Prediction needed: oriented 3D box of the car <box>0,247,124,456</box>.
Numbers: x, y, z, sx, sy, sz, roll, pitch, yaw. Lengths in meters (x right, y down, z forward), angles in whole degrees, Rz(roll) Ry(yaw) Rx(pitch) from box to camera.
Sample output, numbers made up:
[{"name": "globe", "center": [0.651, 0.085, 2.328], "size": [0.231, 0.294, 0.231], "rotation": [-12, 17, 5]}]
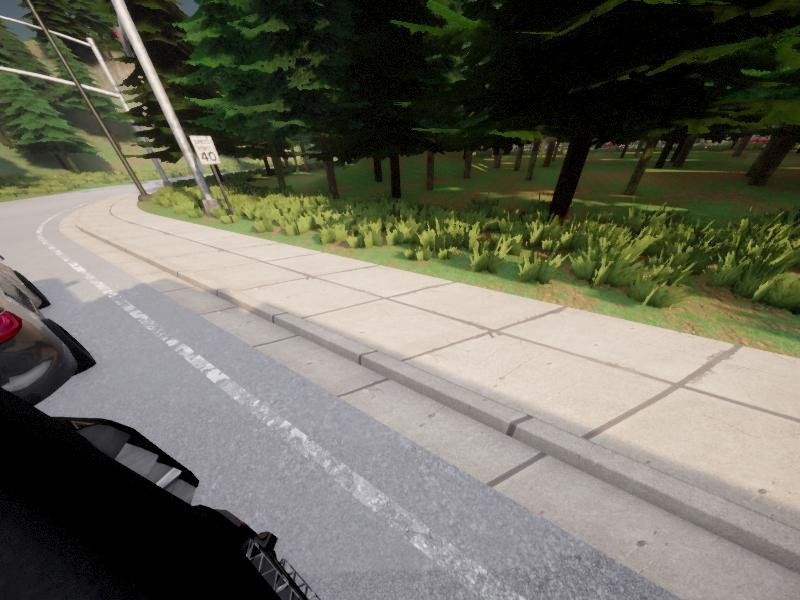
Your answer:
[{"name": "car", "center": [-5.789, 0.289, 2.440], "size": [4.611, 1.667, 2.242], "rotation": [16, 38, 26]}]
